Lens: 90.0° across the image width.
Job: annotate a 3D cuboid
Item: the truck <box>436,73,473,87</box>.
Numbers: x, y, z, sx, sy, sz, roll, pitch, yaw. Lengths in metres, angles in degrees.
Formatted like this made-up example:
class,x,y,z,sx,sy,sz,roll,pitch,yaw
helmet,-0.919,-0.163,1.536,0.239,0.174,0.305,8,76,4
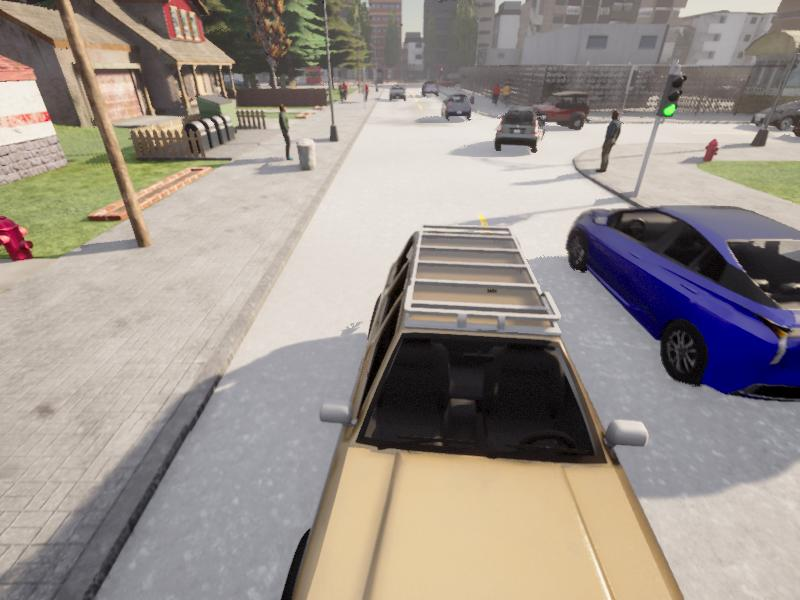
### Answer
class,x,y,z,sx,sy,sz,roll,pitch,yaw
truck,9.803,-39.886,72.573,6.274,2.098,2.390,-1,30,-2

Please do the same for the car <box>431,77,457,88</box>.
class,x,y,z,sx,sy,sz,roll,pitch,yaw
car,7.567,-37.327,68.653,3.988,1.617,1.851,-17,34,-27

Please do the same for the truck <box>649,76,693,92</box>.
class,x,y,z,sx,sy,sz,roll,pitch,yaw
truck,38.730,-30.942,57.294,4.478,2.038,2.069,0,30,0

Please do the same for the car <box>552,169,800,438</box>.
class,x,y,z,sx,sy,sz,roll,pitch,yaw
car,3.953,-0.479,5.394,2.007,1.525,4.514,0,30,0

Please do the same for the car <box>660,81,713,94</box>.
class,x,y,z,sx,sy,sz,roll,pitch,yaw
car,38.582,-28.681,54.027,5.357,1.415,2.033,0,30,0

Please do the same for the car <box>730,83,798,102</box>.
class,x,y,z,sx,sy,sz,roll,pitch,yaw
car,37.877,-21.704,41.784,4.611,1.667,2.242,0,30,0

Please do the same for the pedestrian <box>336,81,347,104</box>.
class,x,y,z,sx,sy,sz,roll,pitch,yaw
pedestrian,-5.360,-18.994,36.570,0.751,1.860,0.751,0,30,0

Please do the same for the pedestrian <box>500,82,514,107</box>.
class,x,y,z,sx,sy,sz,roll,pitch,yaw
pedestrian,8.986,-17.273,33.677,0.751,1.860,0.751,0,30,0

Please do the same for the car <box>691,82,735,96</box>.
class,x,y,z,sx,sy,sz,roll,pitch,yaw
car,39.016,-26.380,49.954,3.633,1.501,1.845,0,30,0

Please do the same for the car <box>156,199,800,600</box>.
class,x,y,z,sx,sy,sz,roll,pitch,yaw
car,0.514,0.736,3.109,1.932,1.855,4.605,3,28,5

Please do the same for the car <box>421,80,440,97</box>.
class,x,y,z,sx,sy,sz,roll,pitch,yaw
car,3.721,-26.427,49.880,2.033,1.649,4.856,0,30,0

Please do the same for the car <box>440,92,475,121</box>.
class,x,y,z,sx,sy,sz,roll,pitch,yaw
car,3.841,-13.323,27.460,1.845,1.501,3.633,0,30,0

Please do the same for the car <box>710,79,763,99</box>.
class,x,y,z,sx,sy,sz,roll,pitch,yaw
car,38.111,-23.954,45.441,3.866,1.878,1.905,0,30,0

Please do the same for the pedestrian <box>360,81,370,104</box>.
class,x,y,z,sx,sy,sz,roll,pitch,yaw
pedestrian,-3.215,-19.120,36.800,0.751,1.860,0.751,1,30,1

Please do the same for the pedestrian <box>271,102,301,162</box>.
class,x,y,z,sx,sy,sz,roll,pitch,yaw
pedestrian,-4.006,-5.897,14.072,0.751,1.860,0.751,-7,31,-13

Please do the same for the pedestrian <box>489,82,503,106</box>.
class,x,y,z,sx,sy,sz,roll,pitch,yaw
pedestrian,8.364,-17.974,34.877,0.751,1.860,0.751,-4,30,-8

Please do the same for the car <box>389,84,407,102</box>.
class,x,y,z,sx,sy,sz,roll,pitch,yaw
car,-0.233,-21.650,41.802,1.816,1.474,4.193,0,30,0

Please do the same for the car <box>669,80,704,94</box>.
class,x,y,z,sx,sy,sz,roll,pitch,yaw
car,38.424,-28.629,53.794,1.789,1.547,3.705,0,30,0

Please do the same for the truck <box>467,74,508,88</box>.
class,x,y,z,sx,sy,sz,roll,pitch,yaw
truck,15.068,-37.902,69.194,6.274,2.098,2.390,0,30,0

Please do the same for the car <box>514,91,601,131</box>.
class,x,y,z,sx,sy,sz,roll,pitch,yaw
car,8.831,-10.762,22.731,3.866,1.878,1.905,-2,30,-5

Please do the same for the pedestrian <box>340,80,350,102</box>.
class,x,y,z,sx,sy,sz,roll,pitch,yaw
pedestrian,-5.372,-20.297,38.809,0.751,1.860,0.751,0,30,0

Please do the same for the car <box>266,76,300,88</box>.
class,x,y,z,sx,sy,sz,roll,pitch,yaw
car,-20.163,-37.690,69.107,5.027,1.651,2.152,0,30,0

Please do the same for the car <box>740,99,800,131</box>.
class,x,y,z,sx,sy,sz,roll,pitch,yaw
car,23.222,-10.716,23.108,4.902,1.511,2.128,0,30,0

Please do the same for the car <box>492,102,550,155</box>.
class,x,y,z,sx,sy,sz,roll,pitch,yaw
car,5.418,-7.689,17.712,1.851,1.617,3.988,11,32,18

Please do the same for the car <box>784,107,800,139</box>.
class,x,y,z,sx,sy,sz,roll,pitch,yaw
car,22.086,-8.626,19.653,4.181,1.385,1.994,-1,30,-1

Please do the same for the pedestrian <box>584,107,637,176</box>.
class,x,y,z,sx,sy,sz,roll,pitch,yaw
pedestrian,6.543,-4.960,12.523,0.751,1.860,0.751,-16,34,-25
